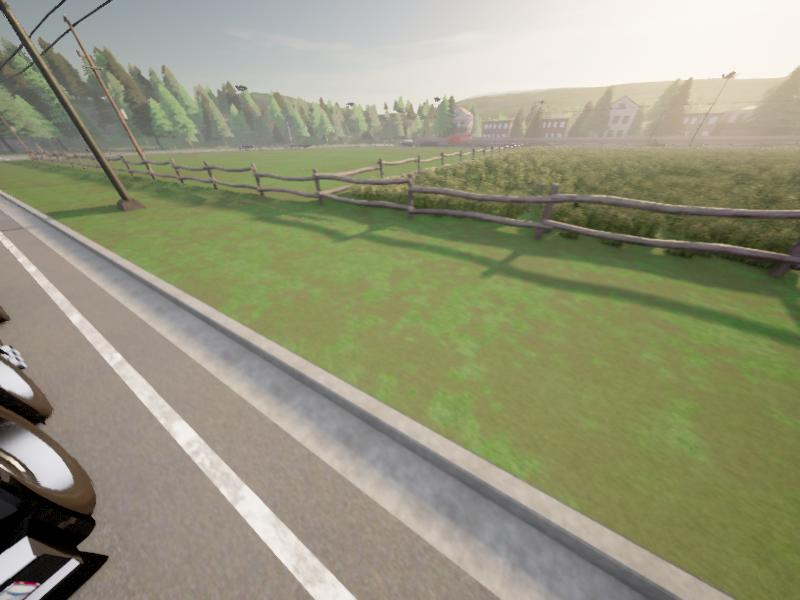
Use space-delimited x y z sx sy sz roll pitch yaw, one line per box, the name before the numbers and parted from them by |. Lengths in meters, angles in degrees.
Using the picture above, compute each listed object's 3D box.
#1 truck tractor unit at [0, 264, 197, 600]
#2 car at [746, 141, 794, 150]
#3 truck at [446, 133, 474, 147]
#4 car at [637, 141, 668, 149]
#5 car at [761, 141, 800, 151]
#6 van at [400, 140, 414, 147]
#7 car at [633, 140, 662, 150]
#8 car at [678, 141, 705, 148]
truck tractor unit | -5.114 -0.298 0.781 6.516 4.208 3.053 18 39 24
car | 79.104 -33.106 49.536 5.008 1.535 1.882 18 39 25
truck | 20.664 -55.593 80.335 8.468 3.827 2.891 18 39 25
car | 65.078 -40.011 59.629 4.792 1.488 2.163 18 39 25
car | 78.212 -31.087 46.638 5.366 1.575 1.801 18 39 25
van | 2.531 -56.191 82.922 4.480 2.038 2.069 18 39 25
car | 57.092 -35.856 53.385 3.866 1.878 1.905 18 39 25
car | 73.944 -39.446 58.661 3.633 1.501 1.845 18 39 25
